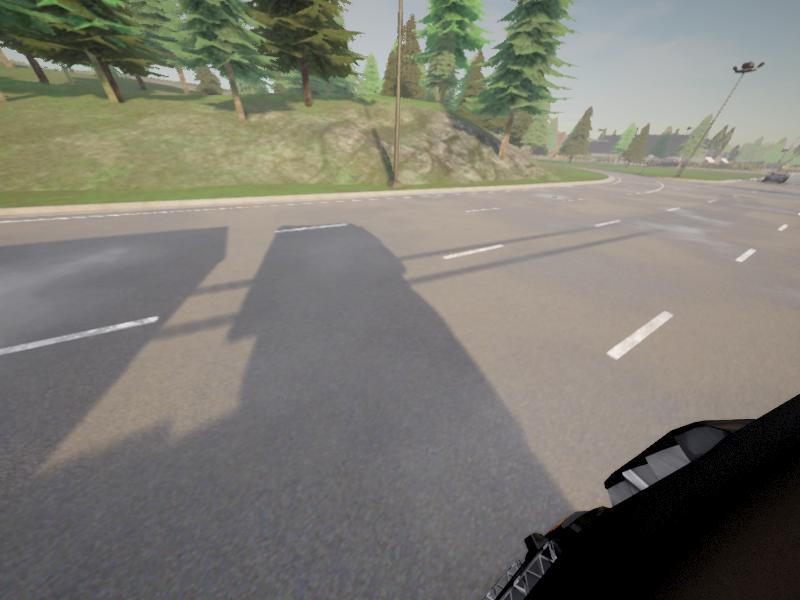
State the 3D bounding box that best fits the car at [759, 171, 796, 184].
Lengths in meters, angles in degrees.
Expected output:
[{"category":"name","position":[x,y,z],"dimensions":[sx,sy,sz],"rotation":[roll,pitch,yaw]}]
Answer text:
[{"category":"car","position":[57.115,-18.591,34.945],"dimensions":[4.902,1.511,2.128],"rotation":[-16,38,-26]}]
